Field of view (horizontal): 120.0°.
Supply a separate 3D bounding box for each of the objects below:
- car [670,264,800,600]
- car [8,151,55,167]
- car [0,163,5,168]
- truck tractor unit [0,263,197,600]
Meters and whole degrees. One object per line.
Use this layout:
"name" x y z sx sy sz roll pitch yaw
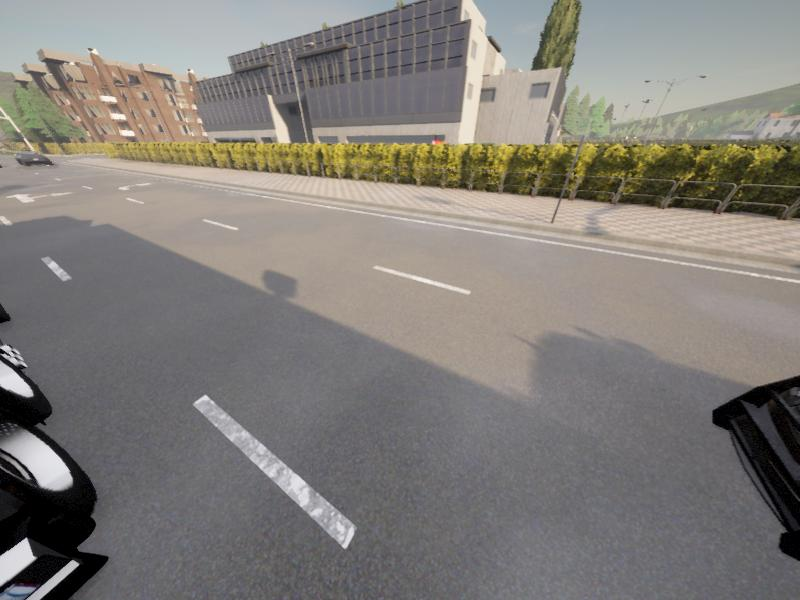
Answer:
"car" 4.702 1.526 0.431 4.974 1.542 2.038 18 39 24
"car" -42.028 -16.162 26.354 4.181 1.385 1.994 18 39 24
"car" -43.956 -14.627 23.904 4.611 1.667 2.242 19 39 25
"truck tractor unit" -5.107 -0.306 0.778 6.516 4.208 3.053 19 39 24
